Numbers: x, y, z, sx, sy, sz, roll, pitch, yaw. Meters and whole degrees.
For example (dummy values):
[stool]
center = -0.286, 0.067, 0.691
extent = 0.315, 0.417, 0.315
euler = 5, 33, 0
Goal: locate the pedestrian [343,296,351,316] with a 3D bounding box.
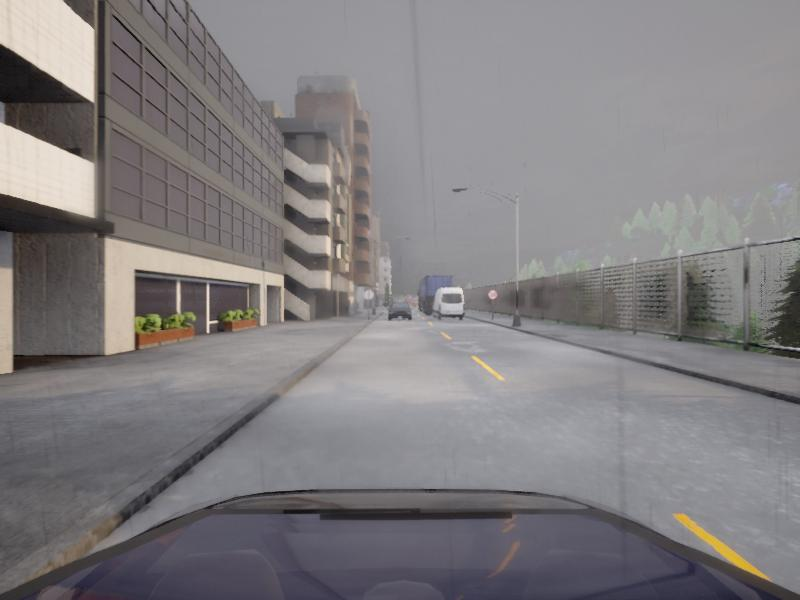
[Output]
[pedestrian]
center = -4.891, 0.544, 36.756
extent = 0.751, 1.860, 0.751
euler = 0, 0, -10

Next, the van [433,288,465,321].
[van]
center = 4.005, 0.332, 33.608
extent = 1.988, 2.561, 5.915
euler = 0, 0, 0

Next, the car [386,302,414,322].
[car]
center = 0.001, 0.904, 32.389
extent = 2.033, 1.411, 5.357
euler = 0, 0, 0

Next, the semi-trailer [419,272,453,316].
[semi-trailer]
center = 4.001, -0.604, 47.307
extent = 2.717, 4.402, 14.254
euler = 0, 0, 0
